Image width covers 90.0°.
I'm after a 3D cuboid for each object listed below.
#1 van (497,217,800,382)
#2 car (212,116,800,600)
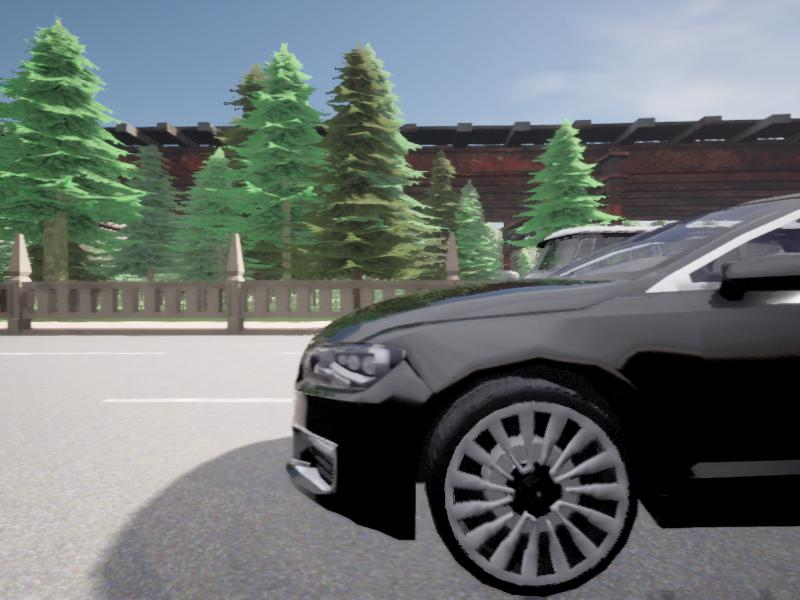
[{"bbox_3d":[3.813,-0.005,5.694,4.442,1.987,1.775,0,0,0],"label":"van"},{"bbox_3d":[1.918,0.234,2.197,4.902,1.511,2.128,0,0,0],"label":"car"}]
